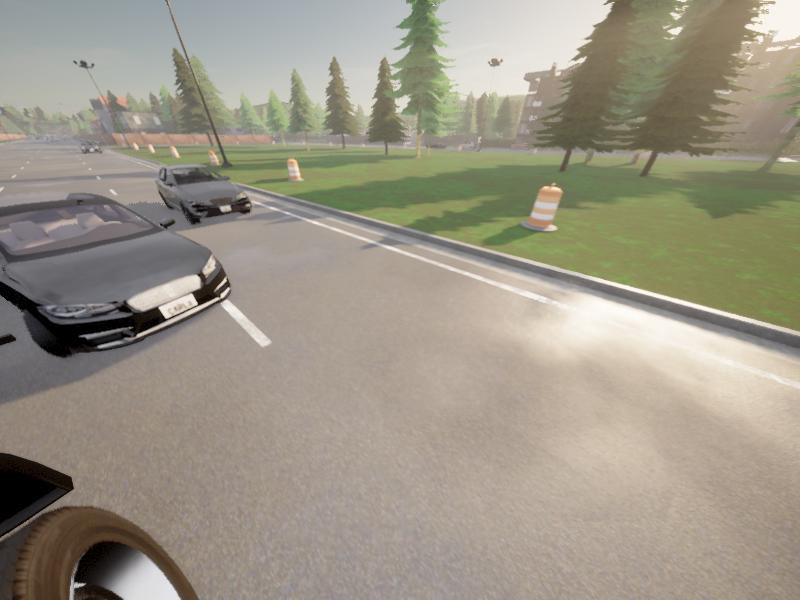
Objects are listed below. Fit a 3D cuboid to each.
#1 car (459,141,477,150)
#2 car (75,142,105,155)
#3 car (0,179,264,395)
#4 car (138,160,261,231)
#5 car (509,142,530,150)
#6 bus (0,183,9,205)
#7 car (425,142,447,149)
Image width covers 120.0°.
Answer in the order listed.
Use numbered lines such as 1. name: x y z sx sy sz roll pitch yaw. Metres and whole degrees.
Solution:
1. car: 15.903 -36.232 54.121 3.633 1.501 1.845 26 42 31
2. car: -44.851 -21.993 33.405 3.806 1.475 1.970 26 42 31
3. car: -5.034 -0.786 3.664 4.902 1.511 2.128 16 36 20
4. car: -6.904 -3.787 7.940 4.193 1.474 1.816 26 42 31
5. car: 27.719 -35.777 53.581 3.633 1.501 1.845 26 42 31
6. bus: -15.655 -3.987 5.730 10.273 4.253 3.944 26 42 31
7. car: 8.593 -37.032 55.407 4.718 1.301 1.895 26 42 31
